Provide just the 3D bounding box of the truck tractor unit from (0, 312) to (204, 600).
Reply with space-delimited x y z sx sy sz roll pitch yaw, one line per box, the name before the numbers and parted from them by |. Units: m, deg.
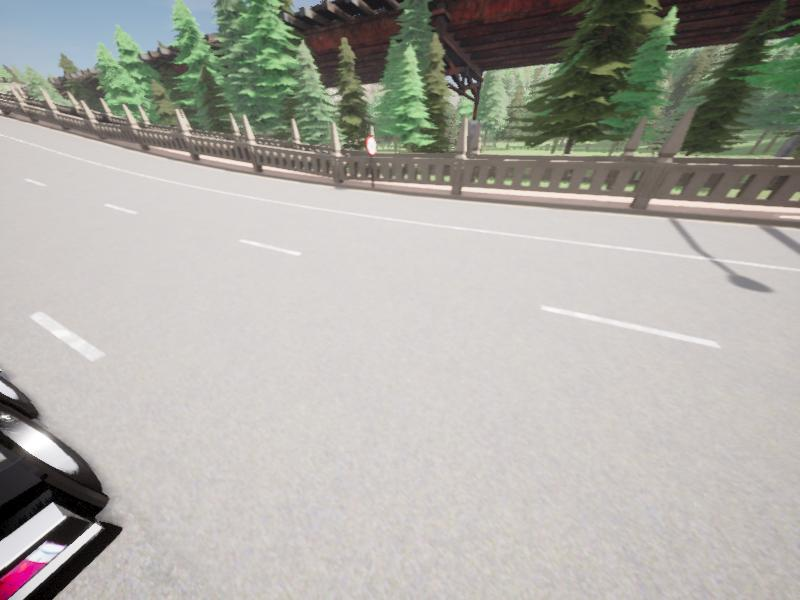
truck tractor unit | -5.178 -0.228 0.645 6.516 4.208 3.053 15 38 20
